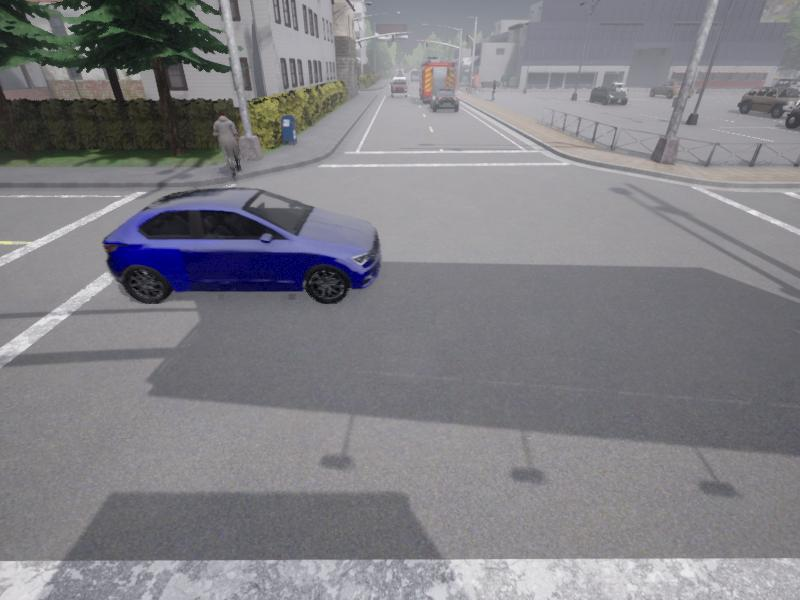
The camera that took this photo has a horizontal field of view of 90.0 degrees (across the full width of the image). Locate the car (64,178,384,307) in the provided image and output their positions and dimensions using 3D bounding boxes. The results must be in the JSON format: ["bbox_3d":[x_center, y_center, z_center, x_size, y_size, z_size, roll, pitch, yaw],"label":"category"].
[{"bbox_3d":[-2.405,-0.999,6.520,4.193,1.474,1.816,0,31,0],"label":"car"}]

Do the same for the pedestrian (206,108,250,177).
[{"bbox_3d":[-5.237,-4.838,12.282,0.751,1.860,0.751,-5,31,-9],"label":"pedestrian"}]

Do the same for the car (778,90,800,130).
[{"bbox_3d":[22.620,-9.742,20.762,1.905,1.878,3.866,0,30,0],"label":"car"}]

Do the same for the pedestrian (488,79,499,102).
[{"bbox_3d":[8.879,-19.910,38.001,0.751,1.860,0.751,10,32,17],"label":"pedestrian"}]

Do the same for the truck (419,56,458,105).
[{"bbox_3d":[3.503,-21.376,38.836,2.891,3.827,8.468,0,30,0],"label":"truck"}]

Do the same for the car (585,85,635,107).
[{"bbox_3d":[18.919,-18.561,36.305,2.007,1.523,4.514,0,30,0],"label":"car"}]

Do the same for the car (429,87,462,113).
[{"bbox_3d":[3.496,-15.889,31.713,2.038,1.542,4.974,0,30,0],"label":"car"}]

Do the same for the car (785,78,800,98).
[{"bbox_3d":[44.679,-22.693,42.985,1.932,1.855,4.605,0,30,0],"label":"car"}]

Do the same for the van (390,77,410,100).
[{"bbox_3d":[-0.033,-23.264,43.839,2.069,2.038,4.480,0,30,0],"label":"van"}]

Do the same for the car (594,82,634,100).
[{"bbox_3d":[22.564,-22.177,42.368,1.970,1.475,3.806,0,30,0],"label":"car"}]

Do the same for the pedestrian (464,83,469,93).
[{"bbox_3d":[8.544,-27.132,51.190,0.500,1.100,0.500,-2,30,-3],"label":"pedestrian"}]

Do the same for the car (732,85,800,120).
[{"bbox_3d":[25.886,-13.696,27.575,1.932,1.855,4.605,0,30,0],"label":"car"}]

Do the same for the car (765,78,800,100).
[{"bbox_3d":[41.775,-22.499,42.612,1.905,1.878,3.866,0,30,0],"label":"car"}]

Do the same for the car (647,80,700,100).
[{"bbox_3d":[28.981,-22.416,42.622,2.152,1.636,5.027,0,30,0],"label":"car"}]
